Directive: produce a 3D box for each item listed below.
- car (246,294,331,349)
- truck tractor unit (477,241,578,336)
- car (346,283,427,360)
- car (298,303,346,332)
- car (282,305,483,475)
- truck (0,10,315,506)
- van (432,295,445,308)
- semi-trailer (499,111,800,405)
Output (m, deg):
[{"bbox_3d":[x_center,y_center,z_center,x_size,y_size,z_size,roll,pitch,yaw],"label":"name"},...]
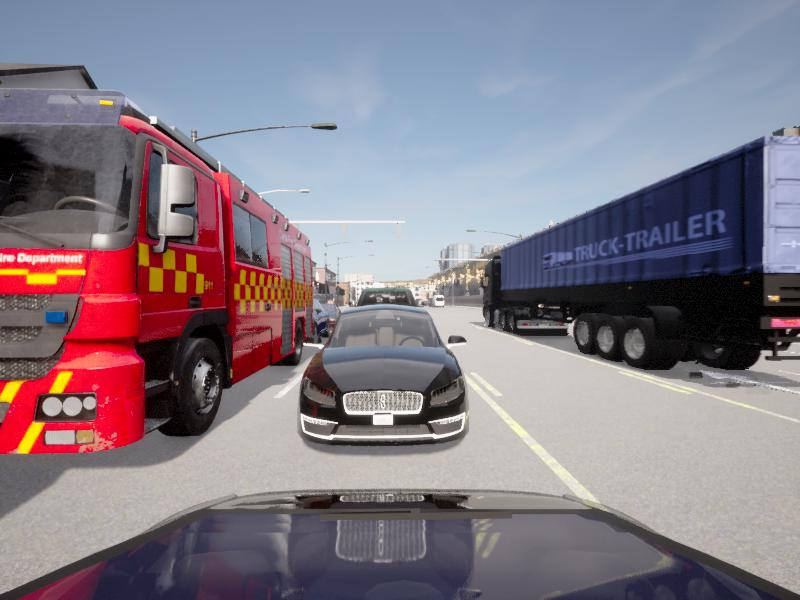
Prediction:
[{"bbox_3d":[-3.999,0.694,15.235,2.097,1.767,4.553,0,0,-2],"label":"car"},{"bbox_3d":[6.330,-0.516,21.056,3.053,4.208,6.516,0,0,-2],"label":"truck tractor unit"},{"bbox_3d":[-0.444,0.568,13.466,2.150,2.045,5.566,0,0,-2],"label":"car"},{"bbox_3d":[-4.249,0.897,22.560,2.033,1.411,5.357,0,0,-4],"label":"car"},{"bbox_3d":[-0.220,0.845,6.104,1.837,1.490,4.892,0,0,-2],"label":"car"},{"bbox_3d":[-3.763,-0.320,7.296,2.891,3.827,8.468,0,0,-2],"label":"truck"},{"bbox_3d":[7.935,0.321,83.728,1.988,2.561,5.915,0,0,-2],"label":"van"},{"bbox_3d":[6.576,-0.619,13.144,2.717,4.402,14.254,0,0,-2],"label":"semi-trailer"}]
